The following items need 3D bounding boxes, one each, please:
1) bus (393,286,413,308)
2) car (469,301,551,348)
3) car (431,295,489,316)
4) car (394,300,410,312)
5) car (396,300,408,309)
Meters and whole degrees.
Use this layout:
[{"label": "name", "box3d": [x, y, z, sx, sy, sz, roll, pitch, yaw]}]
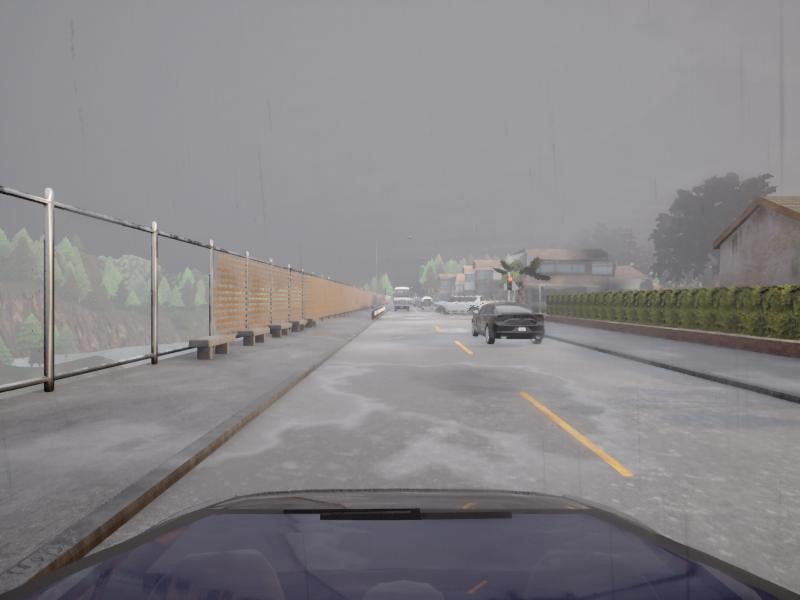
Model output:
[{"label": "bus", "box3d": [0.551, -0.539, 83.810, 3.944, 4.253, 10.273, 0, 0, 0]}, {"label": "car", "box3d": [4.085, 0.823, 15.817, 1.882, 1.535, 5.008, 0, 0, 0]}, {"label": "car", "box3d": [6.252, 0.565, 41.578, 5.566, 2.045, 2.150, -1, 1, 21]}, {"label": "car", "box3d": [0.314, 0.781, 57.989, 2.152, 1.651, 5.027, 0, 0, 2]}, {"label": "car", "box3d": [0.375, 0.824, 72.797, 2.242, 1.667, 4.611, 0, 0, 0]}]
